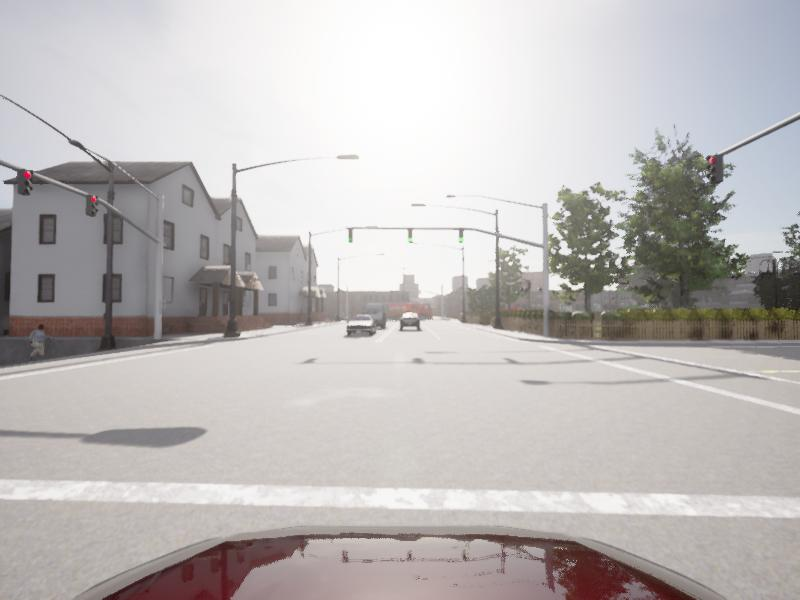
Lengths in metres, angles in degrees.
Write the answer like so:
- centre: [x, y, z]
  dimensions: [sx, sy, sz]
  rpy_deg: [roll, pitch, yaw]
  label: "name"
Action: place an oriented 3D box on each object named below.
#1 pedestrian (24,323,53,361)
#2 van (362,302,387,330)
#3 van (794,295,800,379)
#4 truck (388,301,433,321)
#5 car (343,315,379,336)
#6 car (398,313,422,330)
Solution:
- centre: [-18.075, 2.093, 20.011]
  dimensions: [0.751, 1.860, 0.751]
  rpy_deg: [0, -2, 2]
  label: "pedestrian"
- centre: [-2.511, 1.584, 40.259]
  dimensions: [1.988, 2.561, 5.915]
  rpy_deg: [0, -2, 1]
  label: "van"
- centre: [11.708, 0.844, 8.751]
  dimensions: [4.442, 1.987, 1.775]
  rpy_deg: [0, -2, -2]
  label: "van"
- centre: [2.026, 2.122, 78.113]
  dimensions: [8.468, 3.827, 2.891]
  rpy_deg: [0, -2, 1]
  label: "truck"
- centre: [-2.749, 1.824, 29.678]
  dimensions: [2.033, 1.411, 5.357]
  rpy_deg: [0, -2, 1]
  label: "car"
- centre: [0.954, 2.034, 38.443]
  dimensions: [2.128, 1.511, 4.902]
  rpy_deg: [0, -2, 1]
  label: "car"
